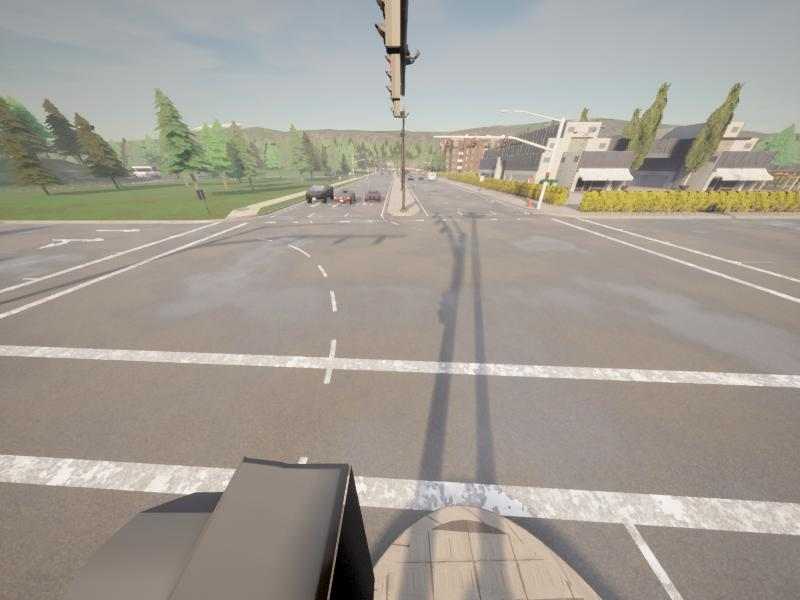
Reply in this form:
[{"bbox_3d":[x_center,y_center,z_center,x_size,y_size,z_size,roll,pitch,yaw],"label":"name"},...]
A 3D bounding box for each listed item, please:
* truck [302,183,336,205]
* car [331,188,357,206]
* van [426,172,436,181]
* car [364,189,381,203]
[{"bbox_3d":[-10.710,-14.415,31.174,2.390,2.098,6.274,0,30,-1],"label":"truck"},{"bbox_3d":[-7.190,-13.642,30.312,2.152,1.651,5.027,0,30,-1],"label":"car"},{"bbox_3d":[10.659,-42.364,79.256,2.351,2.431,6.366,0,30,0],"label":"van"},{"bbox_3d":[-3.720,-14.464,31.989,1.994,1.385,4.181,0,30,-1],"label":"car"}]
